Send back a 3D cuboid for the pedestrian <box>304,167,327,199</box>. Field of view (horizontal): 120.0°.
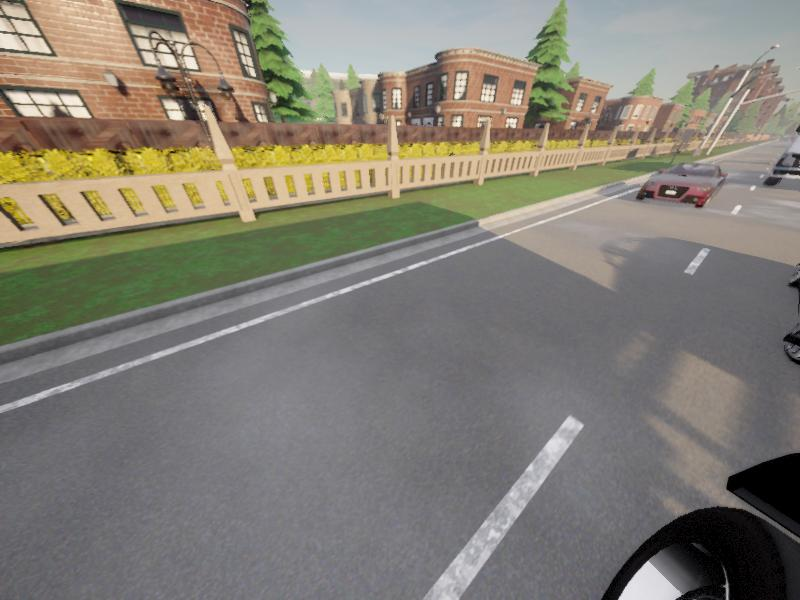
[{"bbox_3d":[-3.526,-4.887,9.669,0.500,1.100,0.500,28,44,34],"label":"pedestrian"}]

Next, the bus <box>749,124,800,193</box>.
[{"bbox_3d":[23.426,-8.355,11.895,10.273,4.253,3.944,-23,41,-28],"label":"bus"}]

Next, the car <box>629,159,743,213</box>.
[{"bbox_3d":[11.844,-4.878,9.569,4.181,1.385,1.994,-23,41,-28],"label":"car"}]

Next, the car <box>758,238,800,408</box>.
[{"bbox_3d":[6.494,-0.009,2.569,4.902,1.511,2.128,-23,39,-29],"label":"car"}]
